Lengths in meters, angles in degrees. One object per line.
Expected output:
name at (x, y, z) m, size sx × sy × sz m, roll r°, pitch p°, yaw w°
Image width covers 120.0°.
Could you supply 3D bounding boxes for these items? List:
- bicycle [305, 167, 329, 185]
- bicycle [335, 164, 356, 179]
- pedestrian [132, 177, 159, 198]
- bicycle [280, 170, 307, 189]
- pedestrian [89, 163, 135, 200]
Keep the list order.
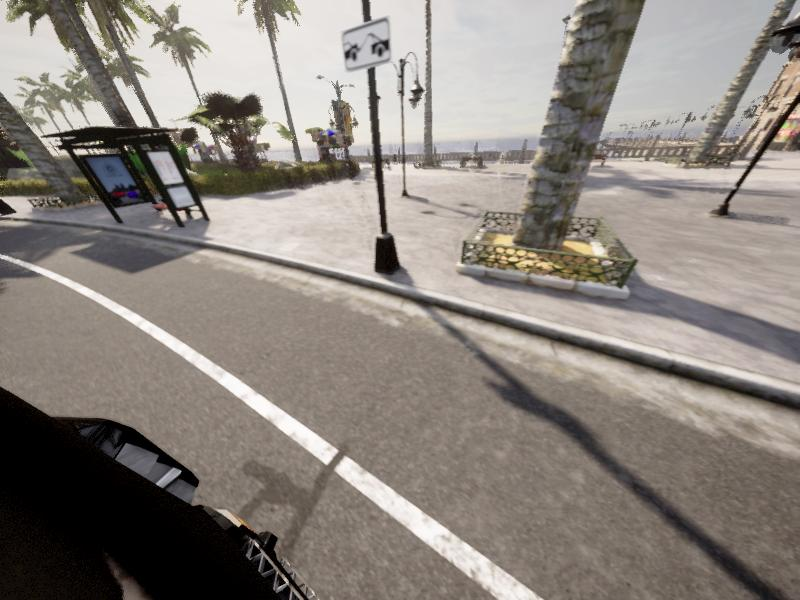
bicycle at (-5.810, -8.717, 16.210) m, size 1.643 × 1.024 × 0.373 m, roll 16°, pitch 38°, yaw 26°
bicycle at (-4.311, -10.225, 18.352) m, size 1.643 × 1.024 × 0.373 m, roll 16°, pitch 38°, yaw 26°
pedestrian at (-15.097, -6.678, 13.723) m, size 0.500 × 1.100 × 0.500 m, roll 6°, pitch 35°, yaw 13°
bicycle at (-6.809, -7.712, 14.782) m, size 1.643 × 1.024 × 0.373 m, roll 16°, pitch 38°, yaw 26°
pedestrian at (-16.808, -6.923, 13.533) m, size 0.751 × 1.860 × 0.751 m, roll 12°, pitch 36°, yaw 21°
